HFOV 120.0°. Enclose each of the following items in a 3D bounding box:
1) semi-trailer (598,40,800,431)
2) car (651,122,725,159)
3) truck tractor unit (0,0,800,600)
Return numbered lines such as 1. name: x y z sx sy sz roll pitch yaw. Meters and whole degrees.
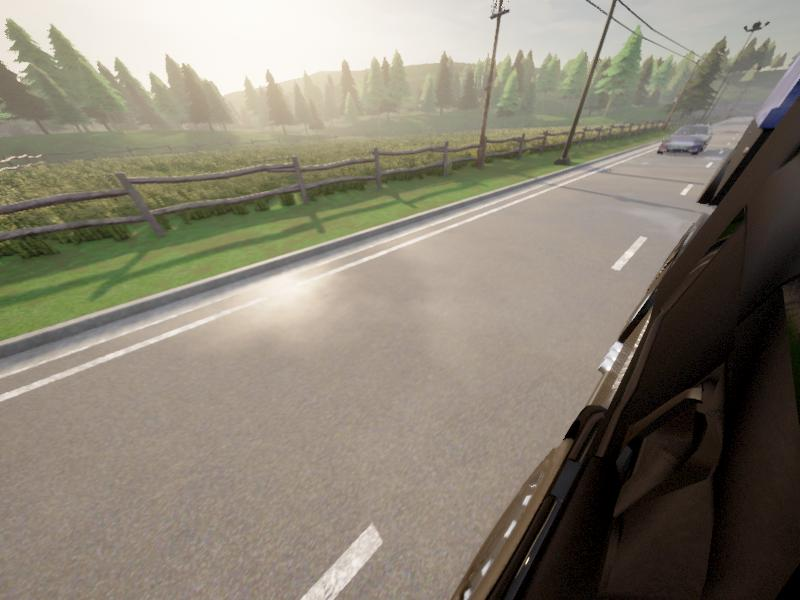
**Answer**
1. semi-trailer: 8.691 -3.615 4.228 14.254 4.402 2.717 -28 44 -30
2. car: 18.895 -10.550 15.143 4.856 1.649 2.033 -28 43 -30
3. truck tractor unit: 2.645 -0.295 0.351 6.516 4.208 3.053 -28 44 -30
